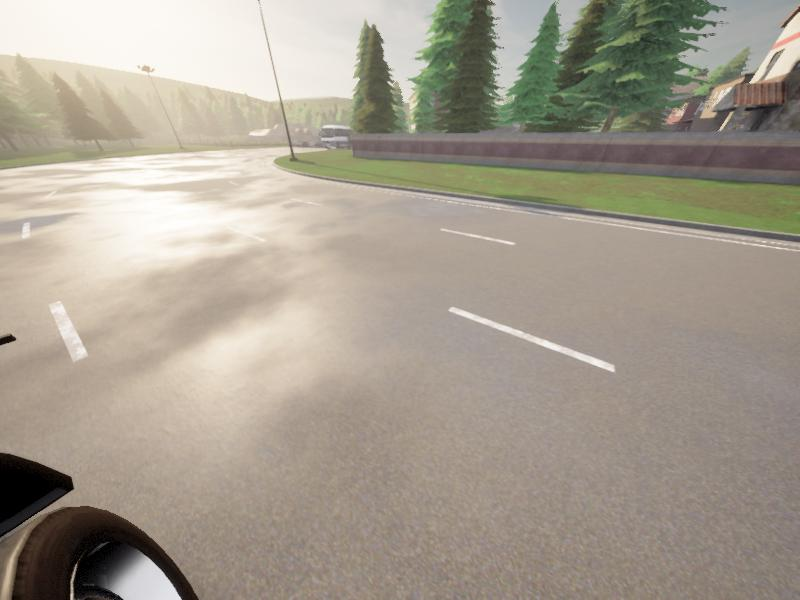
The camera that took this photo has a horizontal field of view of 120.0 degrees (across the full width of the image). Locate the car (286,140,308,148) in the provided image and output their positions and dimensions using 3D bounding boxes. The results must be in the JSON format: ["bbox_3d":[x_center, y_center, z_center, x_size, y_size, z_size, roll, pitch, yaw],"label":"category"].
[{"bbox_3d":[-25.857,-39.381,58.274,2.163,1.488,4.792,12,37,17],"label":"car"}]

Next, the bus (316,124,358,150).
[{"bbox_3d":[-13.520,-36.213,51.462,3.944,4.253,10.273,11,36,14],"label":"bus"}]

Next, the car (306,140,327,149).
[{"bbox_3d":[-19.830,-37.200,55.080,2.033,1.649,4.856,11,36,14],"label":"car"}]

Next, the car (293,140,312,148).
[{"bbox_3d":[-23.360,-37.439,55.531,1.816,1.474,4.193,11,36,14],"label":"car"}]

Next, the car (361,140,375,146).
[{"bbox_3d":[-10.538,-51.616,75.762,2.007,1.525,4.514,21,40,26],"label":"car"}]

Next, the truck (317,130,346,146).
[{"bbox_3d":[-19.876,-47.729,68.115,2.891,3.827,8.468,16,38,22],"label":"truck"}]
